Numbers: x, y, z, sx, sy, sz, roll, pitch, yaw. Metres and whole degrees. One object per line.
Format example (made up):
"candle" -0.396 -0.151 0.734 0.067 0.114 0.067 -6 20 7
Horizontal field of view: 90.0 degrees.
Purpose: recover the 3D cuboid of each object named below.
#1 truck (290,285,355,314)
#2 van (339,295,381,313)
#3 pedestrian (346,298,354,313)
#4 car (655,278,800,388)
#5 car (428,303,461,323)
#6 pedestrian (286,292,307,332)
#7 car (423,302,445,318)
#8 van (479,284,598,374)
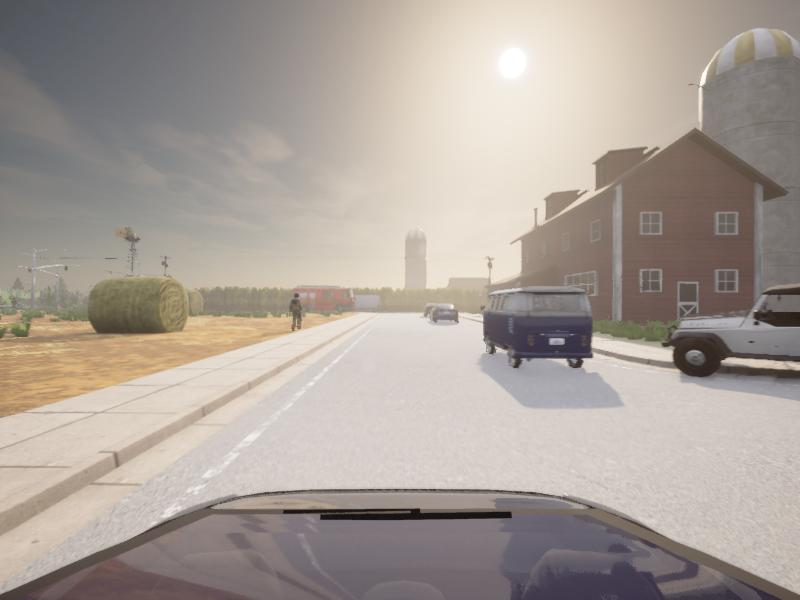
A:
"truck" -10.721 -0.068 56.046 8.468 3.827 2.891 0 0 1
"van" -5.905 0.612 59.475 5.915 2.561 1.988 0 0 1
"pedestrian" -6.401 0.735 51.442 0.751 1.860 0.751 0 0 17
"car" 7.684 0.570 8.020 1.905 1.878 3.866 -7 3 -42
"car" 3.550 1.031 32.588 2.163 1.488 4.792 0 0 0
"pedestrian" -4.977 0.562 19.285 0.751 1.860 0.751 0 0 4
"car" 3.562 1.000 43.118 1.930 1.638 5.238 0 0 0
"van" 3.522 0.674 11.112 1.775 1.987 4.442 0 -1 0
